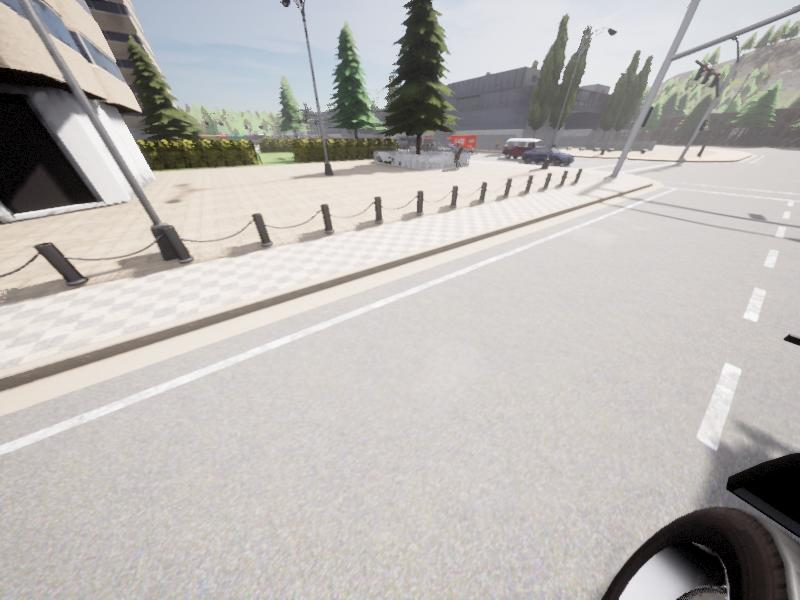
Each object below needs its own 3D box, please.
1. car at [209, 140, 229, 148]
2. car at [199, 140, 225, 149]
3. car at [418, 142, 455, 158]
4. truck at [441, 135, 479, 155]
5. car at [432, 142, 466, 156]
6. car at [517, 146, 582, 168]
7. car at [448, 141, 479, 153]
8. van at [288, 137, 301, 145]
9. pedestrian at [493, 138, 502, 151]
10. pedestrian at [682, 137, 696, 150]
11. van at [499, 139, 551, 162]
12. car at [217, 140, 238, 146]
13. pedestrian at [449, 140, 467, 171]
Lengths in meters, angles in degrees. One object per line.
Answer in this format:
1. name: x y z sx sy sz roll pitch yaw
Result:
1. car: -48.995 -42.303 62.602 3.866 1.878 1.905 -22 41 -27
2. car: -46.419 -38.435 57.097 4.605 1.855 1.932 -22 41 -27
3. car: 4.982 -21.222 32.530 2.152 1.651 5.027 -22 41 -27
4. truck: 9.443 -24.965 37.068 2.627 2.467 5.204 -22 41 -27
5. car: 7.295 -22.818 34.849 1.882 1.535 5.008 -22 41 -27
6. car: 13.909 -13.614 21.838 1.812 1.442 4.674 -21 40 -26
7. car: 11.025 -26.851 40.499 1.801 1.575 5.366 -22 40 -27
8. van: -38.561 -57.902 84.136 2.351 2.431 6.366 -21 40 -27
9. pedestrian: 17.381 -27.831 41.290 0.751 1.860 0.751 -11 37 -15
10. pedestrian: 50.996 -27.673 40.816 0.751 1.860 0.751 -26 43 -31
11. van: 14.158 -17.267 26.496 2.069 2.038 4.480 -22 40 -28
12. car: -57.717 -52.524 77.286 5.357 1.415 2.033 -22 40 -27
13. pedestrian: 4.255 -10.643 17.028 0.751 1.860 0.751 -28 44 -34
